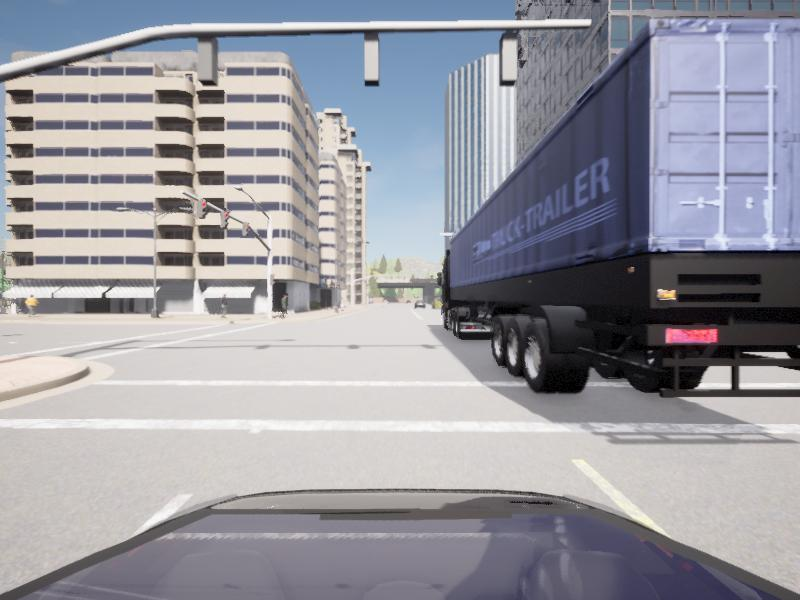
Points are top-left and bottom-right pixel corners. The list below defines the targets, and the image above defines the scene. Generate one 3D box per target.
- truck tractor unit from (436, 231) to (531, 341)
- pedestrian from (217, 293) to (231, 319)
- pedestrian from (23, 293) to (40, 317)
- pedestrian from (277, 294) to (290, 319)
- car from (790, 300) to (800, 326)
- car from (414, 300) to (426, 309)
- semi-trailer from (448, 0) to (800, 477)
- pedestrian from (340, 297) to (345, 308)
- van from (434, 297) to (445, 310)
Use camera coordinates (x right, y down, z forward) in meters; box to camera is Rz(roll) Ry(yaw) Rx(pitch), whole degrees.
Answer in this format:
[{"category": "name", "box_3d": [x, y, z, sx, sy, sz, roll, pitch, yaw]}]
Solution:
[{"category": "truck tractor unit", "box_3d": [3.498, -0.565, 18.549, 3.053, 4.208, 6.516, 0, 0, 0]}, {"category": "pedestrian", "box_3d": [-12.693, 0.417, 28.871, 0.751, 1.860, 0.751, 0, 0, -2]}, {"category": "pedestrian", "box_3d": [-29.372, 0.416, 31.895, 0.751, 1.860, 0.751, 0, 0, 26]}, {"category": "pedestrian", "box_3d": [-8.546, 0.473, 29.315, 0.751, 1.860, 0.751, 0, 0, -32]}, {"category": "car", "box_3d": [25.784, 0.771, 22.852, 4.902, 1.511, 2.128, 0, 0, 0]}, {"category": "car", "box_3d": [3.523, 0.799, 71.132, 2.007, 1.525, 4.514, 0, 0, 0]}, {"category": "semi-trailer", "box_3d": [3.505, -0.654, 10.635, 2.717, 4.402, 14.254, 0, 0, 0]}, {"category": "pedestrian", "box_3d": [-10.225, 0.456, 71.299, 0.751, 1.860, 0.751, 0, 0, -2]}, {"category": "van", "box_3d": [6.700, 0.571, 67.908, 1.775, 1.987, 4.442, 0, 0, 4]}]
